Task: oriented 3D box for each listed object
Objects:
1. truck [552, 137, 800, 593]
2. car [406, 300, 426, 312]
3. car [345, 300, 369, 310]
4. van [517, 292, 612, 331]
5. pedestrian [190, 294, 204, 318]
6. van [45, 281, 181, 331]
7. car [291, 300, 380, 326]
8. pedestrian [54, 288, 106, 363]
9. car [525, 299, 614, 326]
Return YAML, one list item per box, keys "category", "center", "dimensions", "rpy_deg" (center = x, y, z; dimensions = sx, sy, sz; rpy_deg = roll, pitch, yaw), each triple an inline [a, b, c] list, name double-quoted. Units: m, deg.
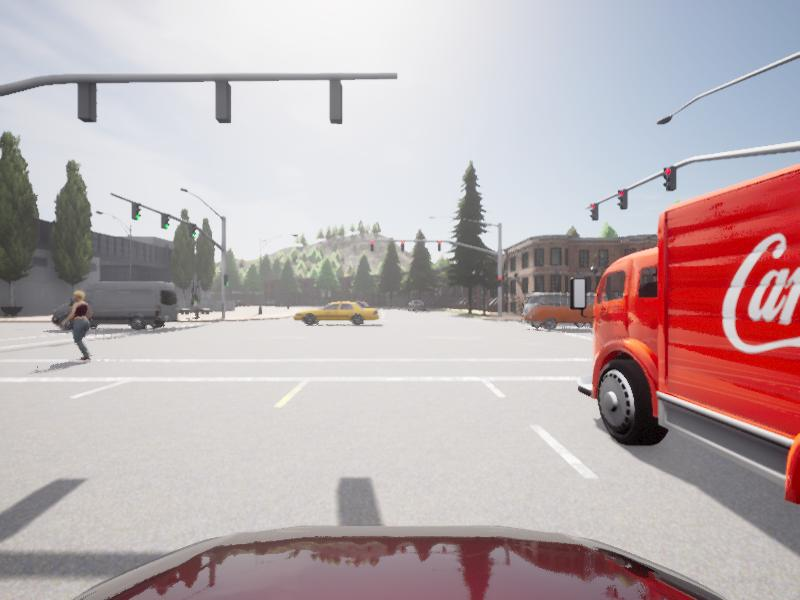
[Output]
- category: "truck"
  center: [3.467, 0.353, 2.990]
  dimensions: [2.627, 2.467, 5.204]
  rpy_deg: [0, 0, -1]
- category: "car"
  center: [2.190, 0.809, 54.380]
  dimensions: [1.970, 1.475, 3.806]
  rpy_deg: [0, 0, -10]
- category: "car"
  center: [-7.579, 0.819, 70.471]
  dimensions: [2.152, 1.651, 5.027]
  rpy_deg: [0, 0, -32]
- category: "van"
  center: [8.768, 0.582, 21.539]
  dimensions: [4.442, 1.987, 1.775]
  rpy_deg: [0, 0, -7]
- category: "pedestrian"
  center: [-15.604, 0.460, 30.701]
  dimensions: [0.751, 1.860, 0.751]
  rpy_deg: [0, 0, -6]
- category: "van"
  center: [-15.343, 0.304, 21.643]
  dimensions: [5.915, 2.561, 1.988]
  rpy_deg: [0, 0, -1]
- category: "car"
  center: [-3.953, 0.781, 25.274]
  dimensions: [5.366, 1.575, 1.801]
  rpy_deg: [0, 0, -1]
- category: "pedestrian"
  center: [-8.240, 0.629, 10.335]
  dimensions: [0.751, 1.860, 0.751]
  rpy_deg: [0, 0, 1]
- category: "car"
  center: [10.756, 0.756, 25.646]
  dimensions: [4.856, 1.649, 2.033]
  rpy_deg: [0, 0, 4]
